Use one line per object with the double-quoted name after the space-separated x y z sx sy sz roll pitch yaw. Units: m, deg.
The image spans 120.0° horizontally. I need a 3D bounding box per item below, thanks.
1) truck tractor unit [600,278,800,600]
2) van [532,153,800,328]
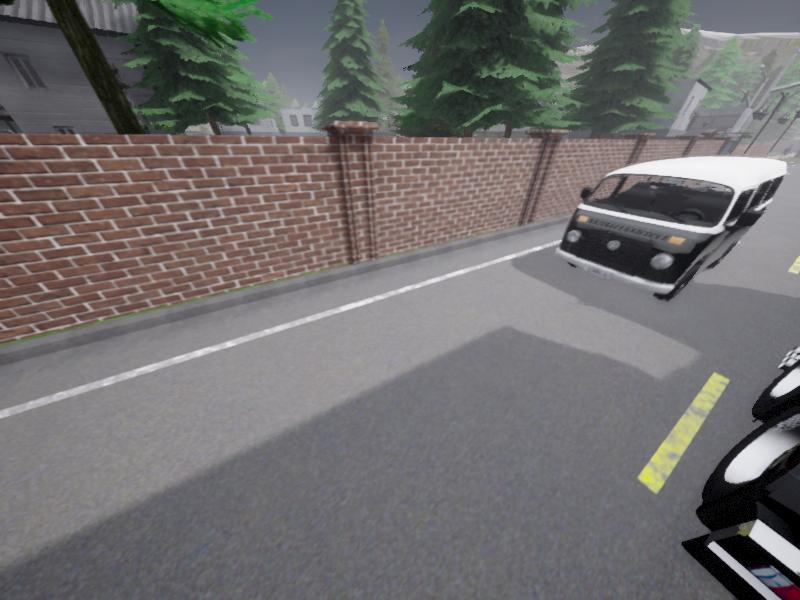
5.133 -0.278 0.748 6.516 4.208 3.053 -17 39 -23 "truck tractor unit"
5.261 -1.567 4.503 4.480 2.038 2.069 -18 39 -24 "van"
